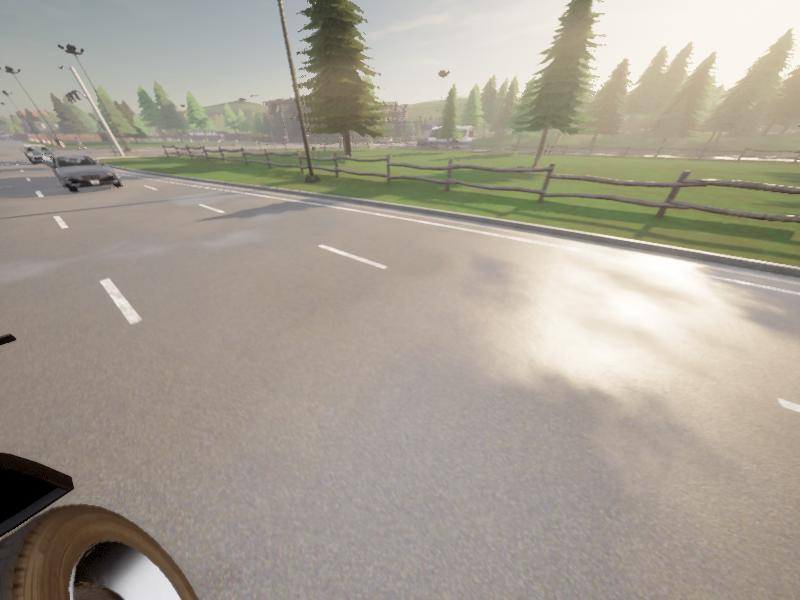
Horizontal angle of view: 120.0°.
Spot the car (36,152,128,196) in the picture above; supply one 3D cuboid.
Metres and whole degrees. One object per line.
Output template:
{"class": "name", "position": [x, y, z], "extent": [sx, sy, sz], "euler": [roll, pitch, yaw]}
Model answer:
{"class": "car", "position": [-15.969, -6.438, 11.611], "extent": [4.193, 1.474, 1.816], "euler": [22, 41, 28]}

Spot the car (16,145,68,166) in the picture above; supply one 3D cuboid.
{"class": "car", "position": [-33.313, -13.515, 21.486], "extent": [3.806, 1.475, 1.970], "euler": [22, 41, 28]}

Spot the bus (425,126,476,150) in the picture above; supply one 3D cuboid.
{"class": "bus", "position": [11.322, -36.984, 52.733], "extent": [10.273, 4.253, 3.944], "euler": [22, 41, 28]}

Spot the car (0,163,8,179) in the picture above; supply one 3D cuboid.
{"class": "car", "position": [-27.637, -8.671, 14.642], "extent": [4.902, 1.511, 2.128], "euler": [25, 42, 31]}

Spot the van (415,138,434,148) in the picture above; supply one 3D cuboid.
{"class": "van", "position": [6.293, -40.677, 59.885], "extent": [4.442, 1.987, 1.775], "euler": [22, 41, 28]}

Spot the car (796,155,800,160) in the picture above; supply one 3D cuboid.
{"class": "car", "position": [54.781, -18.151, 28.688], "extent": [5.238, 1.638, 1.930], "euler": [22, 41, 28]}
